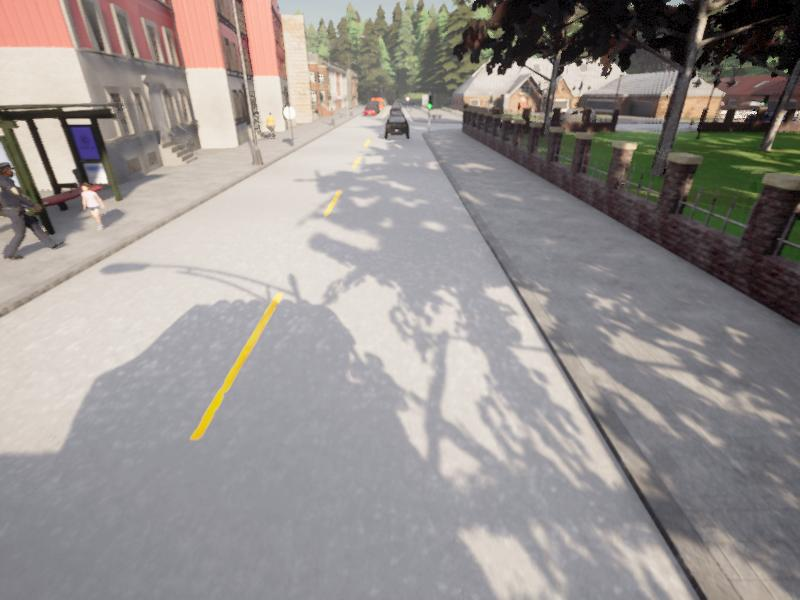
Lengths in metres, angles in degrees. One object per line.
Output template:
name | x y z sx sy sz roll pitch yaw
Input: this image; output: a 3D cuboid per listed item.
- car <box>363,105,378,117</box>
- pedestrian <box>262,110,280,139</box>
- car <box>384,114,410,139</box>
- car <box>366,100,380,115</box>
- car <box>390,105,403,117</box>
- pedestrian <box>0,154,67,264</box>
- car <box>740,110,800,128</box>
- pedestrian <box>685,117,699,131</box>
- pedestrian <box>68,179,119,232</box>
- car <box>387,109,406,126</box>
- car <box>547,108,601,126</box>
car | -4.493 -28.798 60.825 2.007 1.525 4.514 0 27 0
pedestrian | -9.207 -12.502 28.557 0.751 1.860 0.751 3 27 6
car | -0.217 -13.778 31.660 1.882 1.535 5.008 0 27 0
car | -4.559 -32.785 67.993 2.150 2.045 5.566 0 27 0
car | -0.537 -28.683 60.638 1.837 1.490 4.892 0 28 0
pedestrian | -7.356 -1.755 7.698 0.751 1.860 0.751 17 32 29
car | 37.609 -18.149 40.118 5.008 1.535 1.882 0 27 0
pedestrian | 25.827 -15.620 35.417 0.500 1.100 0.500 0 27 0
pedestrian | -7.215 -2.235 9.461 0.500 1.100 0.500 -3 27 -5
car | -0.363 -20.629 45.112 2.033 1.411 5.357 0 27 0
car | 18.805 -19.951 43.483 4.611 1.667 2.242 0 27 0
